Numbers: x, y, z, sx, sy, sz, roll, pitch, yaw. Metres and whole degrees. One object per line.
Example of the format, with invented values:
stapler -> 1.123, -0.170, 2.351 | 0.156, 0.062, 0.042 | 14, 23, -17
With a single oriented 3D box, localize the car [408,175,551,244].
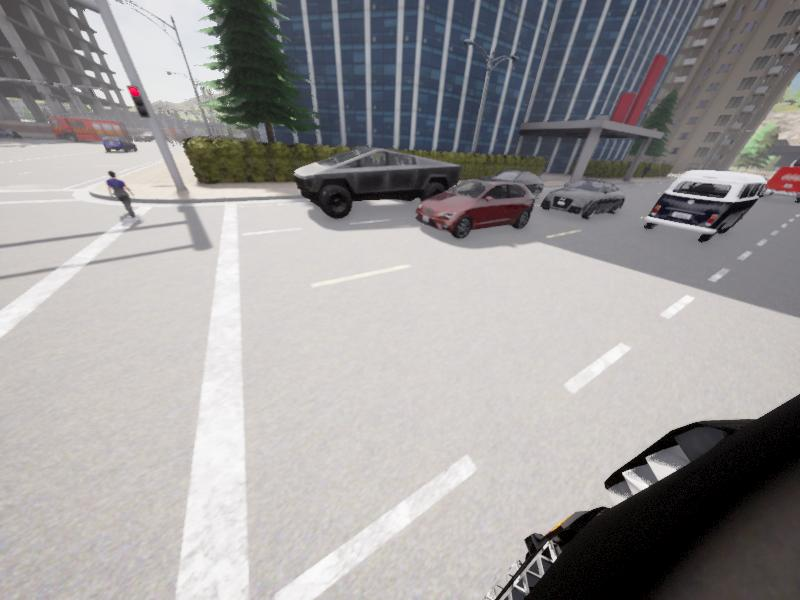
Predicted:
car -> 2.575, -3.141, 7.573 | 4.193, 1.474, 1.816 | -16, 38, -26

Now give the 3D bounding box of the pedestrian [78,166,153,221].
pedestrian -> -8.059, -3.077, 6.652 | 0.751, 1.300, 0.751 | -16, 38, -26

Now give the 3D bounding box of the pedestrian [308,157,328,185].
pedestrian -> -4.492, -7.081, 12.684 | 0.751, 1.300, 0.751 | -16, 38, -26

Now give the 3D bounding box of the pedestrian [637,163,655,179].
pedestrian -> 33.329, -17.468, 31.256 | 0.751, 1.860, 0.751 | -16, 38, -27

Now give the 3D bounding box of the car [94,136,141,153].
car -> -33.111, -18.403, 27.283 | 2.007, 1.525, 4.514 | -15, 38, -25

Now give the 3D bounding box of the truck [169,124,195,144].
truck -> -57.950, -44.191, 61.665 | 2.891, 3.827, 8.468 | -16, 38, -26

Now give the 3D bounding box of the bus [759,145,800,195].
bus -> 45.410, -14.049, 25.376 | 10.273, 4.253, 3.944 | -15, 38, -27

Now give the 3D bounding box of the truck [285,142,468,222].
truck -> -0.712, -4.721, 9.082 | 6.274, 2.098, 2.390 | -16, 38, -26

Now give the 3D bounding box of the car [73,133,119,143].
car -> -55.264, -29.534, 42.172 | 4.718, 1.301, 1.895 | -16, 38, -27

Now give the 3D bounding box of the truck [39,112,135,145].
truck -> -52.615, -29.077, 39.447 | 8.468, 3.827, 2.891 | -16, 38, -27

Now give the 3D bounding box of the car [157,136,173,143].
car -> -59.414, -40.671, 58.524 | 1.895, 1.301, 4.718 | -16, 38, -26

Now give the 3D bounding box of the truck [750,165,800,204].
truck -> 33.725, -9.981, 19.817 | 5.204, 2.467, 2.627 | -16, 38, -26

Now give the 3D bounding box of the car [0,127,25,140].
car -> -64.817, -26.926, 37.175 | 3.988, 1.617, 1.851 | -15, 38, -26

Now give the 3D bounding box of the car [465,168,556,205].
car -> 6.067, -6.341, 12.730 | 4.674, 1.442, 1.812 | -16, 38, -26

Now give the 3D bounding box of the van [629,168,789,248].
van -> 11.190, -3.533, 8.442 | 4.480, 2.038, 2.069 | -16, 38, -26

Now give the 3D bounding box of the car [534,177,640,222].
car -> 8.619, -4.786, 10.697 | 4.181, 1.385, 1.994 | -16, 38, -27
